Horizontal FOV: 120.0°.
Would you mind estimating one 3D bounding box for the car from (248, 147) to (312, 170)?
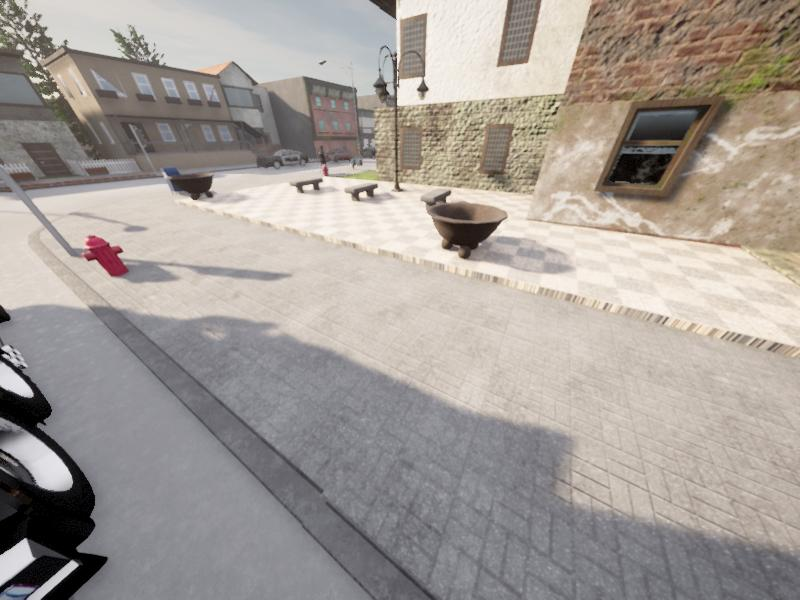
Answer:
[{"bbox_3d":[-11.521,-13.988,22.725,1.930,1.638,5.238,18,39,24],"label":"car"}]

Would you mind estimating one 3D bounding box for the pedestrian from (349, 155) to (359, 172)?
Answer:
[{"bbox_3d":[-3.733,-11.073,18.730,0.500,1.100,0.500,20,39,26],"label":"pedestrian"}]

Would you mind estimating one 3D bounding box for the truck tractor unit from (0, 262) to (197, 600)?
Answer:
[{"bbox_3d":[-5.108,-0.304,0.783,6.516,4.208,3.053,18,39,24],"label":"truck tractor unit"}]

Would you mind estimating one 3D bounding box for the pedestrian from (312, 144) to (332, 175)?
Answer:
[{"bbox_3d":[-5.656,-10.223,16.845,0.751,1.860,0.751,15,38,21],"label":"pedestrian"}]
